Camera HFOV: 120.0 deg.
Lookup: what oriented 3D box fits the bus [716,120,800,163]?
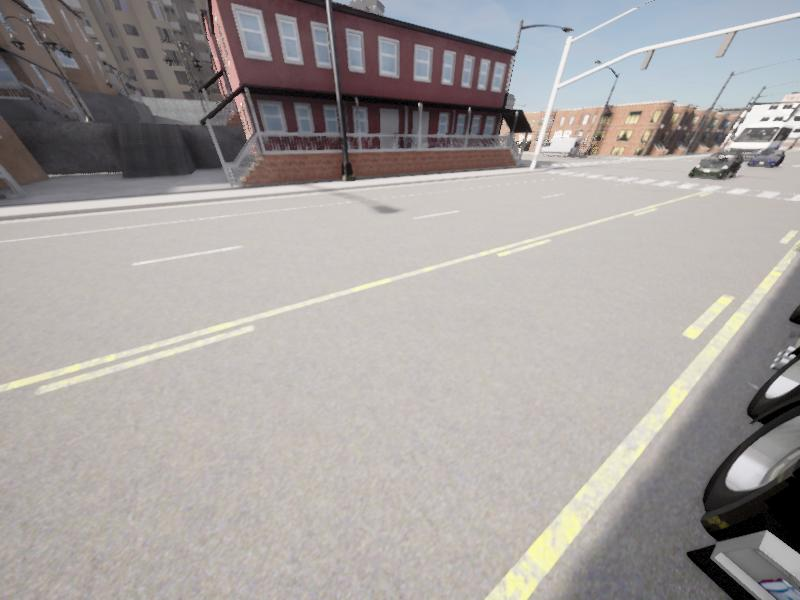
[{"bbox_3d":[49.471,-21.666,31.721,10.273,4.253,3.944,-18,39,-24],"label":"bus"}]

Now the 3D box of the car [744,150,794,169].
[{"bbox_3d":[38.272,-14.637,23.982,4.193,1.474,1.816,-18,39,-24],"label":"car"}]

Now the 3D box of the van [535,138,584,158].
[{"bbox_3d":[25.741,-24.872,37.659,1.988,2.561,5.915,-18,39,-24],"label":"van"}]

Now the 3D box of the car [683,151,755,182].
[{"bbox_3d":[22.943,-9.684,16.652,3.988,1.617,1.851,-18,39,-24],"label":"car"}]

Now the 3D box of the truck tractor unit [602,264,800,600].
[{"bbox_3d":[5.115,-0.292,0.797,6.516,4.208,3.053,-18,39,-24],"label":"truck tractor unit"}]
